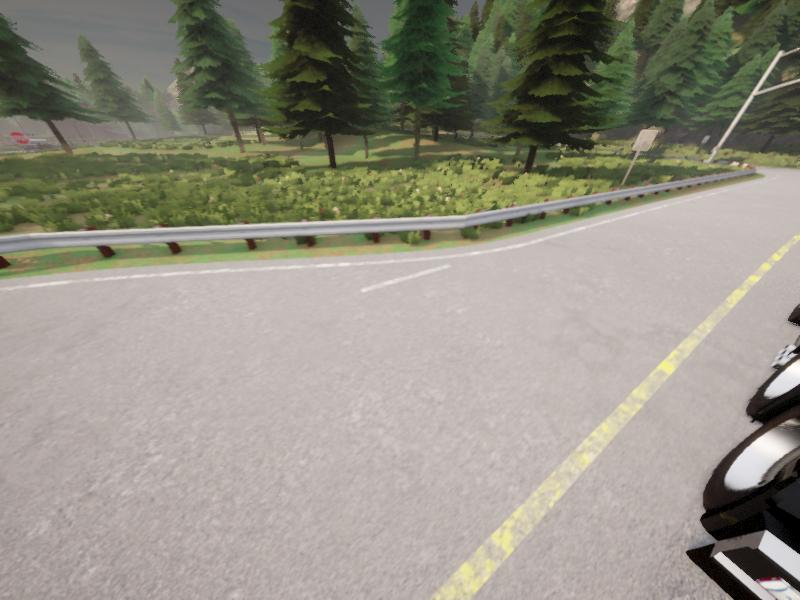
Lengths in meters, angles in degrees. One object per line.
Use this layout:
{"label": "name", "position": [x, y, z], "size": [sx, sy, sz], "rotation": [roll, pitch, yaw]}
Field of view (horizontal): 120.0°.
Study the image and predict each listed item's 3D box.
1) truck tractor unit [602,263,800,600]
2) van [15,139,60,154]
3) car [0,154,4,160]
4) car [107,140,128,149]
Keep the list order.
{"label": "truck tractor unit", "position": [5.111, -0.300, 0.786], "size": [6.516, 4.208, 3.053], "rotation": [-18, 39, -24]}
{"label": "van", "position": [-61.889, -26.337, 39.554], "size": [2.069, 2.038, 4.480], "rotation": [-18, 39, -24]}
{"label": "car", "position": [-48.636, -16.753, 26.342], "size": [1.845, 1.501, 3.633], "rotation": [-18, 39, -24]}
{"label": "car", "position": [-70.271, -38.814, 57.559], "size": [1.905, 1.878, 3.866], "rotation": [-18, 39, -24]}
